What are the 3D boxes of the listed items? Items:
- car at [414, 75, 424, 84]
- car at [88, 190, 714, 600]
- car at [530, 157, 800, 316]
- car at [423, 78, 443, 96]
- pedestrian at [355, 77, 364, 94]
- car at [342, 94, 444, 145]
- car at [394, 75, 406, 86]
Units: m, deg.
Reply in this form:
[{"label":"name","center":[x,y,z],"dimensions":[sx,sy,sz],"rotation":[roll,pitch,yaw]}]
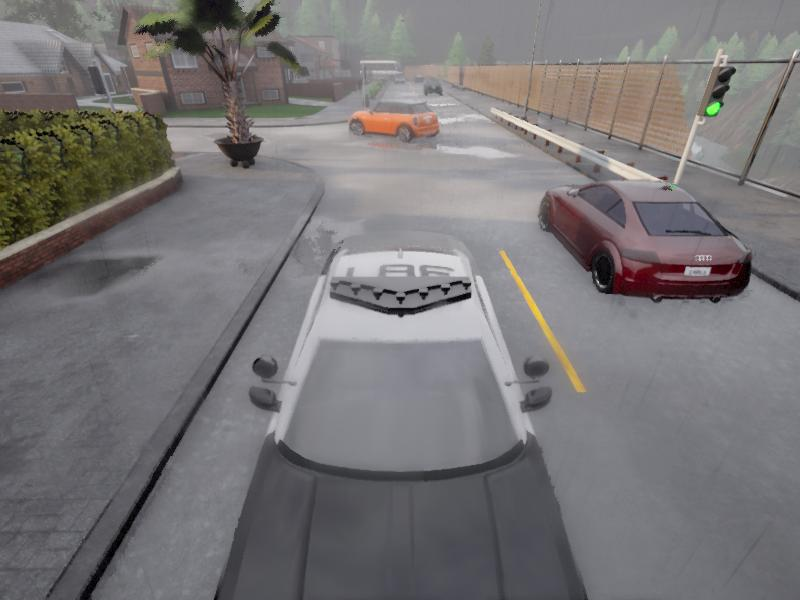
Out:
[{"label":"car","center":[3.978,-46.299,83.823],"dimensions":[1.882,1.535,5.008],"rotation":[0,30,0]},{"label":"car","center":[0.005,0.622,3.349],"dimensions":[1.930,1.638,5.238],"rotation":[0,31,0]},{"label":"car","center":[4.004,-1.422,7.101],"dimensions":[1.994,1.385,4.181],"rotation":[0,30,0]},{"label":"car","center":[3.989,-26.139,49.026],"dimensions":[2.097,1.767,4.553],"rotation":[0,30,0]},{"label":"pedestrian","center":[-4.842,-25.756,48.049],"dimensions":[0.751,1.860,0.751],"rotation":[5,31,8]},{"label":"car","center":[-0.390,-8.809,19.336],"dimensions":[4.553,1.767,2.097],"rotation":[23,37,34]},{"label":"car","center":[-0.019,-42.728,77.899],"dimensions":[2.152,1.651,5.027],"rotation":[0,30,0]}]
